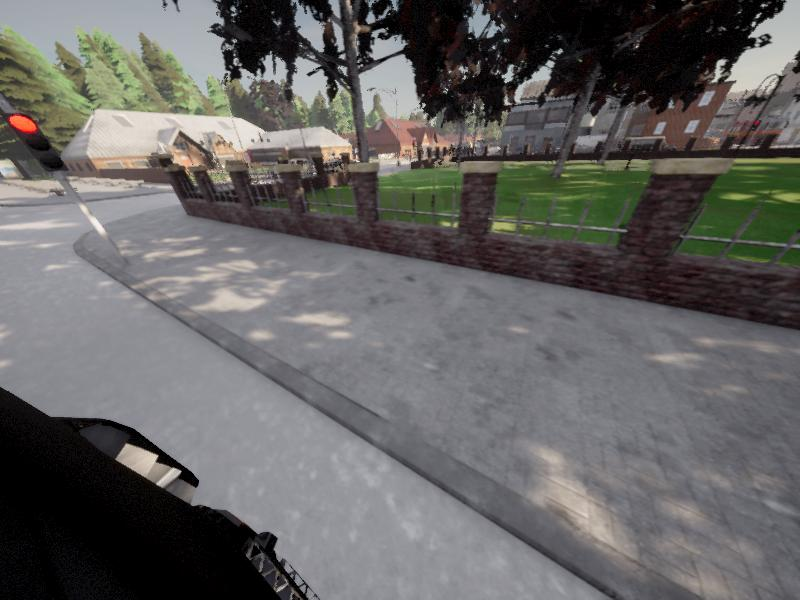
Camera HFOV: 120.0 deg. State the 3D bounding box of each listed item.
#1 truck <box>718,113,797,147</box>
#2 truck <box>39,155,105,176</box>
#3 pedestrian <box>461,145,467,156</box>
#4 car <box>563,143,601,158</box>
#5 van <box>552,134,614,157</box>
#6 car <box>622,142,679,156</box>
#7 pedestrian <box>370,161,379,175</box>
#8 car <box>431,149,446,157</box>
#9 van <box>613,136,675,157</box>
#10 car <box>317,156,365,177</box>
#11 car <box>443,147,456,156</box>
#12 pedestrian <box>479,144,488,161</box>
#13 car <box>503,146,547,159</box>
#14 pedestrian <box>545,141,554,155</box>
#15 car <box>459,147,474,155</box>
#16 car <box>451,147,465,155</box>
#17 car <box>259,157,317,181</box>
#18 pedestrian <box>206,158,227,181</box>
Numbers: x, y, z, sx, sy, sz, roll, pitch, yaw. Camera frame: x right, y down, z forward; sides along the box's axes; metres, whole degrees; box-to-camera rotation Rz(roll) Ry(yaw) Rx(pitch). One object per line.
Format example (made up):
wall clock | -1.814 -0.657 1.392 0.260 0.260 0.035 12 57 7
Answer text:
truck | 56.272 -26.845 36.853 2.891 3.827 8.468 16 38 26
truck | -82.630 -34.128 58.537 2.891 3.827 8.468 16 38 26
pedestrian | 13.313 -31.233 48.233 0.751 1.860 0.751 23 41 33
car | 24.168 -19.900 30.827 3.633 1.501 1.845 15 37 25
van | 26.227 -22.326 33.524 6.366 2.431 2.351 16 38 26
car | 32.580 -19.811 30.282 4.718 1.301 1.895 18 39 28
pedestrian | -2.339 -11.977 20.988 0.500 1.100 0.500 16 38 26
car | 8.664 -33.007 51.910 1.994 1.385 4.181 16 38 26
van | 29.311 -18.565 28.018 4.442 1.987 1.775 15 37 25
car | -6.070 -14.198 24.454 1.882 1.535 5.008 16 38 26
car | 12.146 -36.593 56.851 1.851 1.617 3.988 16 38 26
pedestrian | 11.535 -20.413 32.008 0.751 1.860 0.751 16 38 25
car | 18.335 -21.671 34.057 5.357 1.411 2.033 17 38 27
pedestrian | 24.847 -25.334 38.433 0.751 1.860 0.751 14 37 23
car | 16.170 -36.133 55.920 1.882 1.535 5.008 16 38 26
car | 15.438 -39.788 61.545 2.163 1.488 4.792 16 38 26
car | -11.235 -13.469 23.616 2.242 1.667 4.611 16 38 27
pedestrian | -17.609 -12.479 22.173 0.751 1.860 0.751 20 40 30
